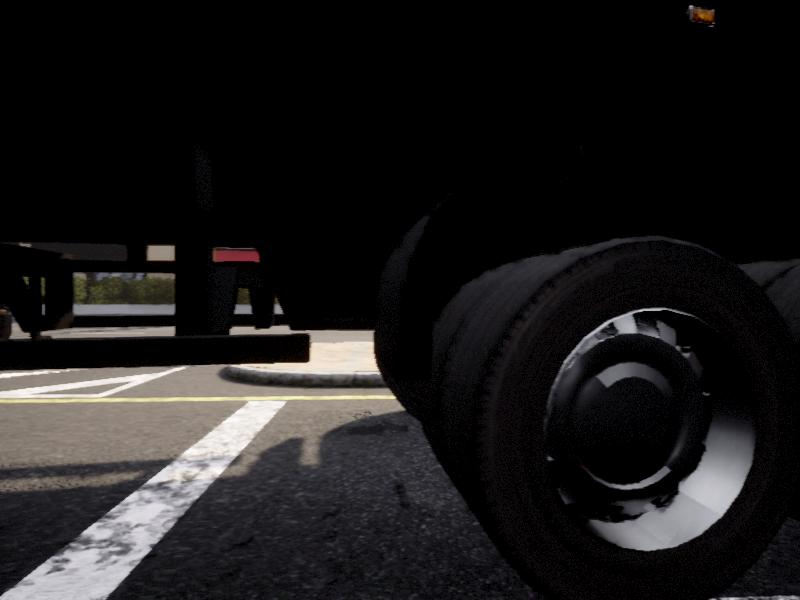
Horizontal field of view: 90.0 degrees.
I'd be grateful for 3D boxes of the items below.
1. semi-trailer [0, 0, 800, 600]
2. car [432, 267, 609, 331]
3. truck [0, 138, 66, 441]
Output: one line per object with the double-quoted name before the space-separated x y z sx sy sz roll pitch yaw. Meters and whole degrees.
"semi-trailer" 4.331 -1.211 3.109 14.254 4.402 2.717 0 0 -10
"car" 3.928 -0.027 13.944 5.566 2.045 2.150 0 0 4
"truck" -5.870 -0.075 1.987 6.274 2.098 2.390 0 0 -3
